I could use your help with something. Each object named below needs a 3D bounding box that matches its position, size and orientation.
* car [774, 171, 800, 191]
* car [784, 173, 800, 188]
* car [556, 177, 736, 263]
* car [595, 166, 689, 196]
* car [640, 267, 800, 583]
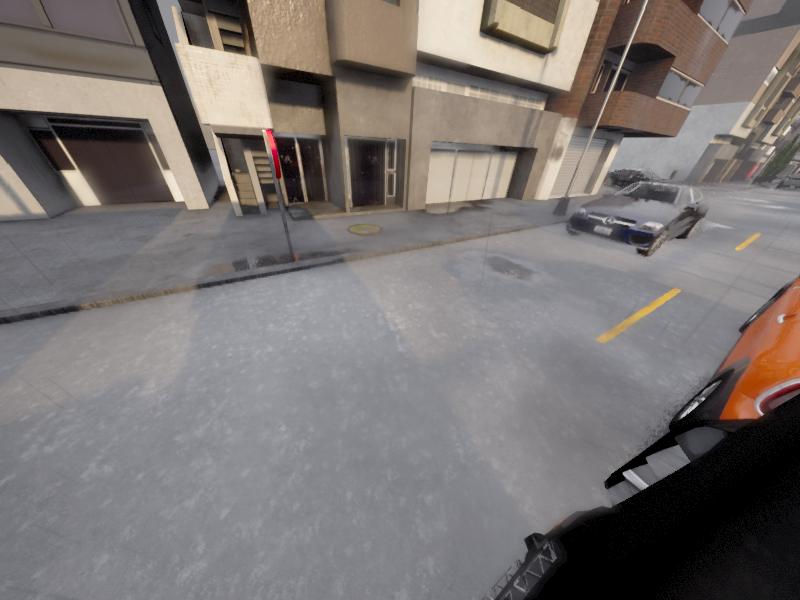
[{"bbox_3d":[45.543,-13.606,26.302,4.553,1.767,2.097,-16,38,-26],"label":"car"},{"bbox_3d":[51.693,-15.271,29.474,5.366,1.575,1.801,-16,38,-26],"label":"car"},{"bbox_3d":[7.694,-2.784,7.259,5.027,1.651,2.152,-17,38,-27],"label":"car"},{"bbox_3d":[19.064,-9.673,18.621,1.837,1.490,4.892,-5,34,-14],"label":"car"},{"bbox_3d":[4.629,0.596,1.780,4.553,1.767,2.097,-16,38,-26],"label":"car"}]
